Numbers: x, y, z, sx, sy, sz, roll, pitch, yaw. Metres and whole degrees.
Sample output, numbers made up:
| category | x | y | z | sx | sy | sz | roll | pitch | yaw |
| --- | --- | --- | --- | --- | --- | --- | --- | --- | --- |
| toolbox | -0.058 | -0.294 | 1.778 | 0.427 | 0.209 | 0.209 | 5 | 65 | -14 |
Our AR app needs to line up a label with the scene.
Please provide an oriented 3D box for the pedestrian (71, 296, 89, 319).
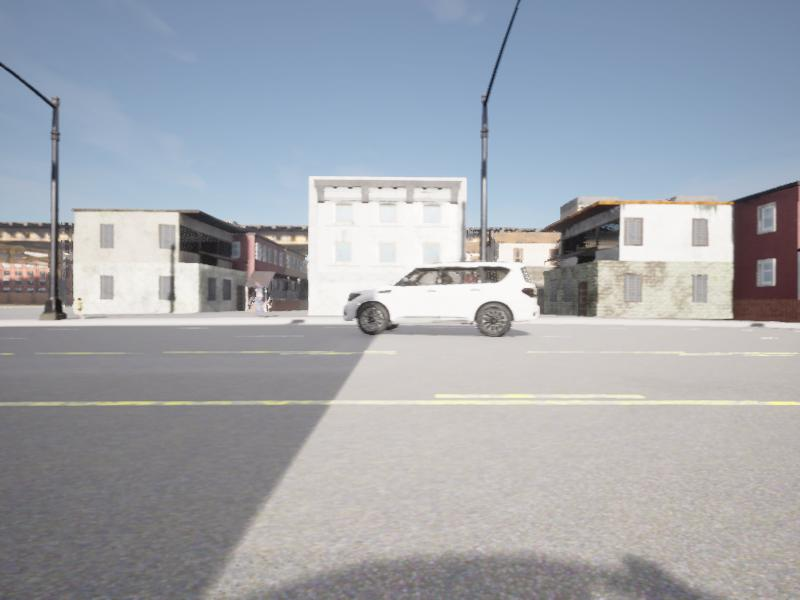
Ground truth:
| category | x | y | z | sx | sy | sz | roll | pitch | yaw |
| --- | --- | --- | --- | --- | --- | --- | --- | --- | --- |
| pedestrian | -15.778 | 0.369 | 19.739 | 0.500 | 1.100 | 0.500 | 1 | 0 | 1 |

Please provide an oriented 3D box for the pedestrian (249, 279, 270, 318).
| category | x | y | z | sx | sy | sz | roll | pitch | yaw |
| --- | --- | --- | --- | --- | --- | --- | --- | --- | --- |
| pedestrian | -6.837 | -0.080 | 19.491 | 0.751 | 1.860 | 0.751 | 1 | 0 | -1 |

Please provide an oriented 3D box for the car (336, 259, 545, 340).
| category | x | y | z | sx | sy | sz | roll | pitch | yaw |
| --- | --- | --- | --- | --- | --- | --- | --- | --- | --- |
| car | 1.153 | -0.031 | 11.739 | 5.566 | 2.045 | 2.150 | 0 | 0 | 11 |
